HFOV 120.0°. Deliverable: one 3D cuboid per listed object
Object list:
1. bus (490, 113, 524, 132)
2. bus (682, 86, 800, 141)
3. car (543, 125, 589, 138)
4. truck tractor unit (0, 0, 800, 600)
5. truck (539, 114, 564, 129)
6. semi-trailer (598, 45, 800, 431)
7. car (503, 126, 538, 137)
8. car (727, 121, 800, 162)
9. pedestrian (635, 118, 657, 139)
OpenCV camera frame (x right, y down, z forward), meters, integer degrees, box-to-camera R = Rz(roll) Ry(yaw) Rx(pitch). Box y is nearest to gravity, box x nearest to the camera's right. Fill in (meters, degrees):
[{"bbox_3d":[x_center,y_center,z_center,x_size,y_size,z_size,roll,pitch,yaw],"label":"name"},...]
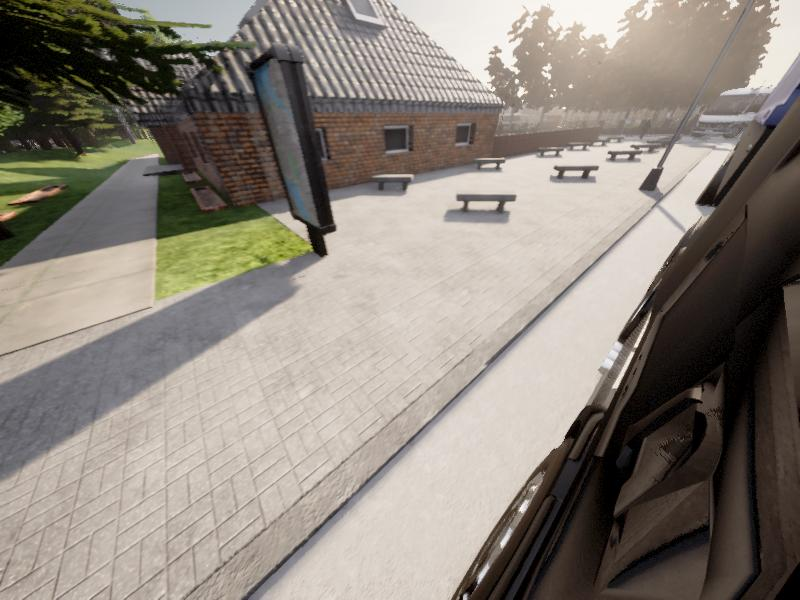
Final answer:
[{"bbox_3d":[32.995,-55.004,71.473,10.273,4.253,3.944,-26,43,-27],"label":"bus"},{"bbox_3d":[38.656,-20.612,25.550,10.273,4.253,3.944,-12,41,-13],"label":"bus"},{"bbox_3d":[25.904,-26.419,36.246,2.033,1.411,5.357,-27,44,-30],"label":"car"},{"bbox_3d":[2.645,-0.295,0.351,6.516,4.208,3.053,-28,44,-30],"label":"truck tractor unit"},{"bbox_3d":[53.009,-62.518,80.838,8.468,3.827,2.891,-24,42,-27],"label":"truck"},{"bbox_3d":[8.703,-3.585,4.250,14.254,4.402,2.717,-28,44,-30],"label":"semi-trailer"},{"bbox_3d":[21.163,-29.802,40.852,1.882,1.535,5.008,-28,44,-30],"label":"car"},{"bbox_3d":[22.100,-9.550,13.800,4.611,1.667,2.242,-28,44,-30],"label":"car"},{"bbox_3d":[27.779,-19.319,26.110,0.751,1.860,0.751,-13,38,-14],"label":"pedestrian"}]
